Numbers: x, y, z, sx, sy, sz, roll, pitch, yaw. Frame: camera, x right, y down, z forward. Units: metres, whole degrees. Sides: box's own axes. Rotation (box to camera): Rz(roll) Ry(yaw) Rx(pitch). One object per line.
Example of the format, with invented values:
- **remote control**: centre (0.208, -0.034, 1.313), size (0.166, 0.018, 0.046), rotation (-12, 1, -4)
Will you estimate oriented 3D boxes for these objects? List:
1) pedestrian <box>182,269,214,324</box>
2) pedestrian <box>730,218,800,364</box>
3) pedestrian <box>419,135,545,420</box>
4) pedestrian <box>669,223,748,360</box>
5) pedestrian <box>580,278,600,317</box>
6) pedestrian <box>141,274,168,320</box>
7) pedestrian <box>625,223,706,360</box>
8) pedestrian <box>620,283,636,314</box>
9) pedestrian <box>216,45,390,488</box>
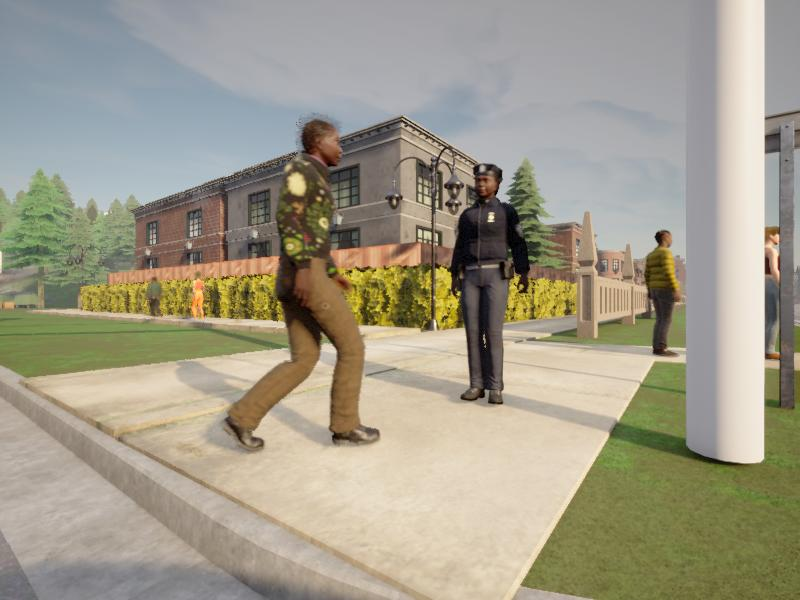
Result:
- **pedestrian**: centre (-7.149, -0.115, 14.142), size (0.751, 1.860, 0.751), rotation (0, 0, 37)
- **pedestrian**: centre (5.128, -0.115, 5.518), size (0.751, 1.860, 0.751), rotation (0, 0, 27)
- **pedestrian**: centre (0.661, -0.146, 3.132), size (0.751, 1.860, 0.751), rotation (0, 0, 32)
- **pedestrian**: centre (4.504, -0.115, 5.901), size (0.751, 1.860, 0.751), rotation (0, 0, 21)
- **pedestrian**: centre (9.457, -0.115, 19.884), size (0.751, 1.860, 0.751), rotation (0, 0, 40)
- **pedestrian**: centre (-10.326, -0.115, 16.844), size (0.751, 1.860, 0.751), rotation (0, 0, 37)
- **pedestrian**: centre (3.839, -0.115, 5.847), size (0.751, 1.860, 0.751), rotation (0, 0, 9)
- **pedestrian**: centre (13.959, -0.115, 24.467), size (0.751, 1.860, 0.751), rotation (0, 0, 37)
- **pedestrian**: centre (-0.510, -0.140, 2.143), size (0.751, 1.860, 0.751), rotation (0, 0, -15)
